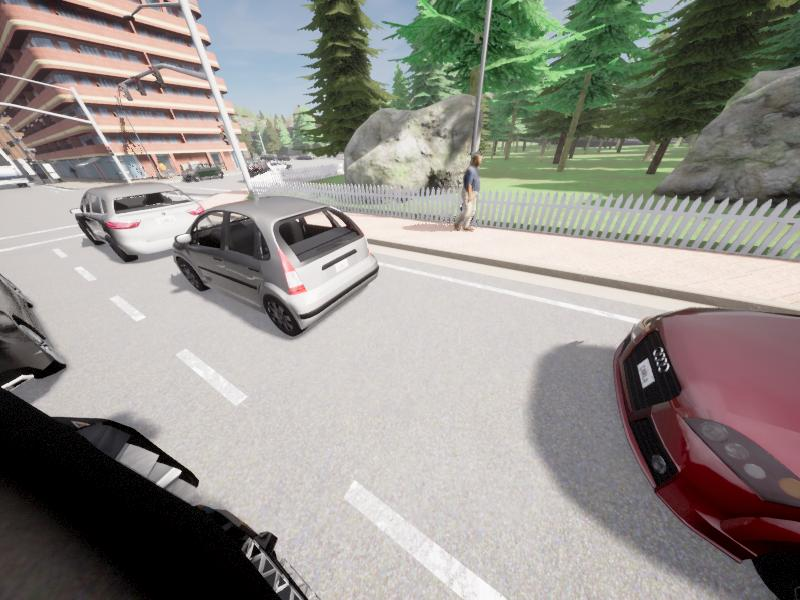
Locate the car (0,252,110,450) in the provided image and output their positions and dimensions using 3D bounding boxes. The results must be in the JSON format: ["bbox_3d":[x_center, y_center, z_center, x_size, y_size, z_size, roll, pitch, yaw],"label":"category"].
[{"bbox_3d":[-6.015,0.308,2.584,4.902,1.511,2.128,16,38,27],"label":"car"}]

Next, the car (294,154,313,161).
[{"bbox_3d":[-27.709,-40.798,66.169,5.357,1.411,2.033,18,39,28],"label":"car"}]

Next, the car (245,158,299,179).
[{"bbox_3d":[-13.567,-14.208,24.911,2.038,1.542,4.974,7,35,16],"label":"car"}]

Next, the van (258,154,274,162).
[{"bbox_3d":[-40.266,-42.604,69.339,4.442,1.987,1.775,17,38,27],"label":"van"}]

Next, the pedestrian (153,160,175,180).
[{"bbox_3d":[-26.407,-14.575,25.845,0.751,1.860,0.751,-3,34,0],"label":"pedestrian"}]

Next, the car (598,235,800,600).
[{"bbox_3d":[3.739,1.000,0.915,4.181,1.385,1.994,18,39,28],"label":"car"}]

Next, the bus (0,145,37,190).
[{"bbox_3d":[-49.467,-15.798,27.735,10.273,4.253,3.944,16,38,27],"label":"bus"}]

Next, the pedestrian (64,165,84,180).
[{"bbox_3d":[-47.126,-18.465,33.410,0.751,1.860,0.751,16,38,26],"label":"pedestrian"}]

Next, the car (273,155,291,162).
[{"bbox_3d":[-33.550,-40.390,65.922,4.892,1.490,1.837,17,38,27],"label":"car"}]

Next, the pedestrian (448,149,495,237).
[{"bbox_3d":[1.762,-2.671,5.834,0.751,1.860,0.751,16,38,26],"label":"pedestrian"}]

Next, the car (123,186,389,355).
[{"bbox_3d":[-2.423,-0.928,4.080,3.988,1.617,1.851,16,38,27],"label":"car"}]

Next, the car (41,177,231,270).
[{"bbox_3d":[-7.776,-2.547,6.876,4.611,1.667,2.242,17,38,27],"label":"car"}]

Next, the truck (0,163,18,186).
[{"bbox_3d":[-60.300,-18.902,33.626,8.468,3.827,2.891,16,38,27],"label":"truck"}]

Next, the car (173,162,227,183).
[{"bbox_3d":[-21.157,-13.659,24.656,1.789,1.549,3.705,9,35,17],"label":"car"}]

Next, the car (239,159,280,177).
[{"bbox_3d":[-16.472,-15.683,27.411,1.970,1.475,3.806,4,34,10],"label":"car"}]
